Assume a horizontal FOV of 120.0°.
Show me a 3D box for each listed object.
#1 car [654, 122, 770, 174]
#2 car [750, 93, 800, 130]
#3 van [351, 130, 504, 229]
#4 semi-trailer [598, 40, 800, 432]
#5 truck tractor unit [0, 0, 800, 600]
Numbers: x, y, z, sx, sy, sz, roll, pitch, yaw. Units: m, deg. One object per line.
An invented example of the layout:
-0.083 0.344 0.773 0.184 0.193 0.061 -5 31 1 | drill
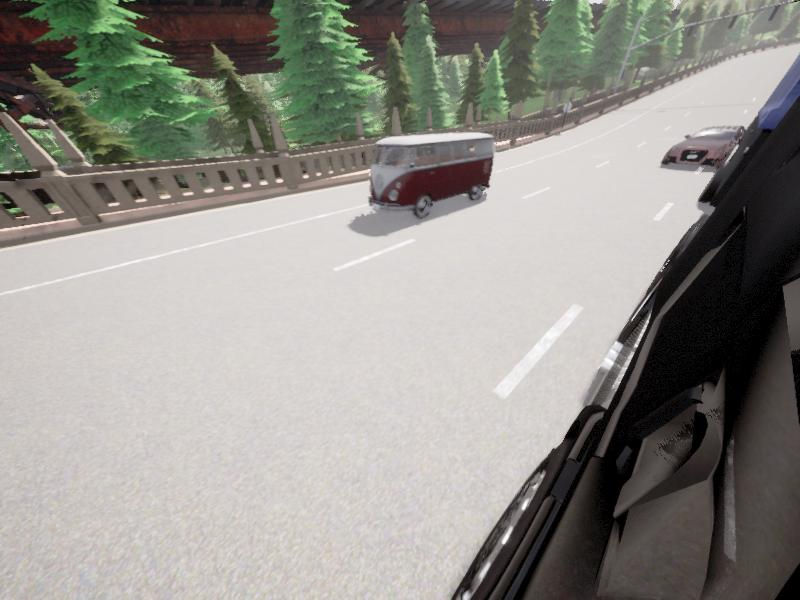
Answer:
14.215 -7.065 10.575 4.181 1.385 1.994 -25 43 -22 | car
25.633 -12.558 15.344 3.806 1.475 1.970 -33 46 -26 | car
1.010 -3.983 7.246 4.442 1.987 1.775 -28 44 -30 | van
8.693 -3.635 4.193 14.254 4.402 2.717 -28 44 -29 | semi-trailer
2.645 -0.295 0.351 6.516 4.208 3.053 -28 44 -30 | truck tractor unit
